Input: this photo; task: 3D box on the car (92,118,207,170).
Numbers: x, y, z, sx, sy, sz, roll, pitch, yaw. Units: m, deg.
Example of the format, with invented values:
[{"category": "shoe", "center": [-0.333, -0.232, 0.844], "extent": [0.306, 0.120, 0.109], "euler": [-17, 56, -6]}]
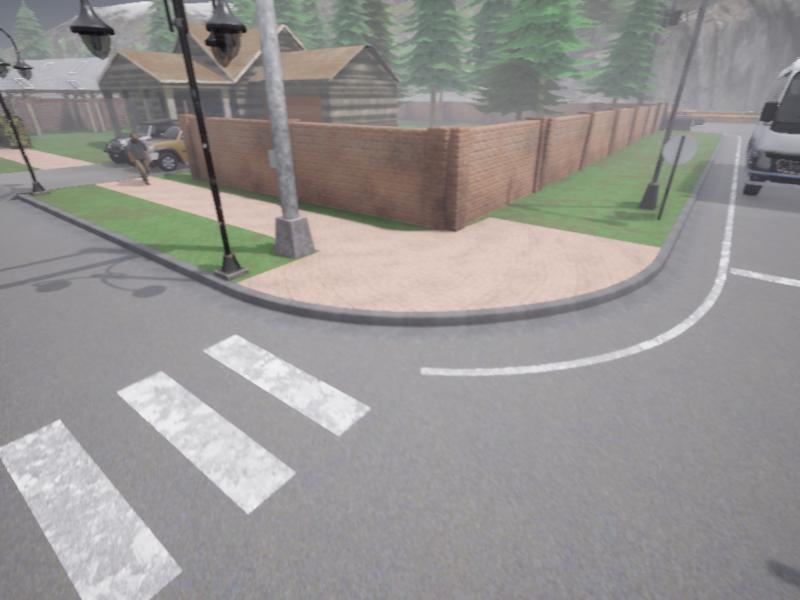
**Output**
[{"category": "car", "center": [-11.703, -7.517, 18.985], "extent": [1.905, 1.878, 3.866], "euler": [18, 32, 32]}]

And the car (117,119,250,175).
[{"category": "car", "center": [-9.445, -6.984, 17.941], "extent": [1.932, 1.855, 4.605], "euler": [18, 32, 32]}]

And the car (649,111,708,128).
[{"category": "car", "center": [30.680, -19.972, 44.150], "extent": [4.902, 1.511, 2.128], "euler": [19, 32, 32]}]

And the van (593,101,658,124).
[{"category": "van", "center": [27.917, -23.300, 49.650], "extent": [6.366, 2.431, 2.351], "euler": [19, 33, 32]}]

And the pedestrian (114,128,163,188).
[{"category": "pedestrian", "center": [-9.021, -4.923, 13.853], "extent": [0.751, 1.860, 0.751], "euler": [19, 33, 33]}]

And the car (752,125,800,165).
[{"category": "car", "center": [20.610, -8.406, 21.480], "extent": [2.128, 1.511, 4.902], "euler": [19, 33, 33]}]

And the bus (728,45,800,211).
[{"category": "bus", "center": [15.204, -6.333, 14.413], "extent": [3.944, 4.253, 10.273], "euler": [19, 33, 33]}]
